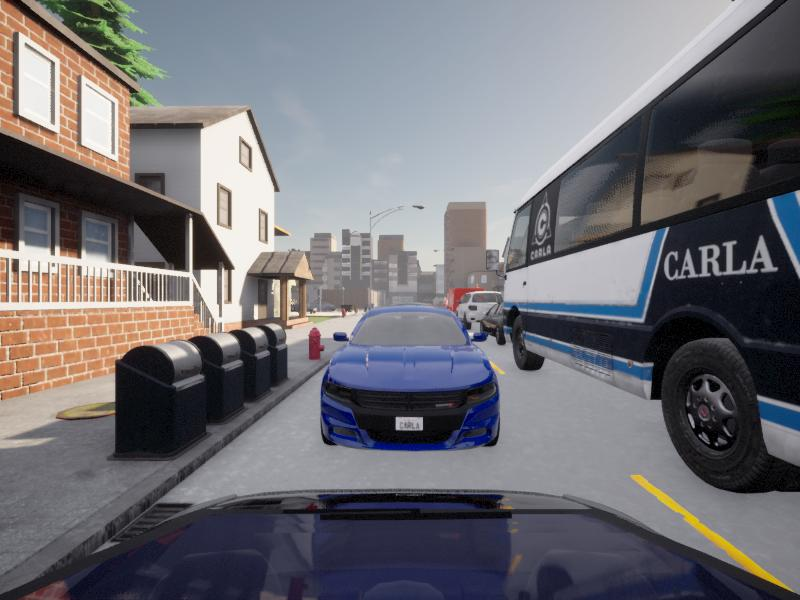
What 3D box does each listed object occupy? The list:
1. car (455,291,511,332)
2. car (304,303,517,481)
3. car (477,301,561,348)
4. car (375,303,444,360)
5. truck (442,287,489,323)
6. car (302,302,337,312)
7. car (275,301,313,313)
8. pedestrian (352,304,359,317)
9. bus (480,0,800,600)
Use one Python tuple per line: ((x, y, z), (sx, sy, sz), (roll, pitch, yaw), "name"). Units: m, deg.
((4.537, 0.568, 22.777), (2.150, 2.045, 5.566), (0, 0, 1), "car")
((0.148, 0.823, 6.037), (1.882, 1.535, 5.008), (0, 0, 1), "car")
((4.358, 0.828, 15.497), (2.007, 1.525, 4.514), (0, 0, 1), "car")
((0.299, 0.844, 13.068), (1.837, 1.490, 4.892), (0, 0, 1), "car")
((4.794, 0.357, 30.240), (2.627, 2.467, 5.204), (0, 0, 0), "truck")
((-10.723, 0.908, 53.520), (4.181, 1.385, 1.994), (0, 0, 1), "car")
((-13.019, 0.854, 49.459), (4.193, 1.474, 1.816), (0, 0, 1), "car")
((-3.835, 0.905, 34.555), (0.500, 1.100, 0.500), (0, 0, 7), "pedestrian")
((4.014, -0.534, 5.575), (3.944, 4.253, 10.273), (0, 0, 1), "bus")
